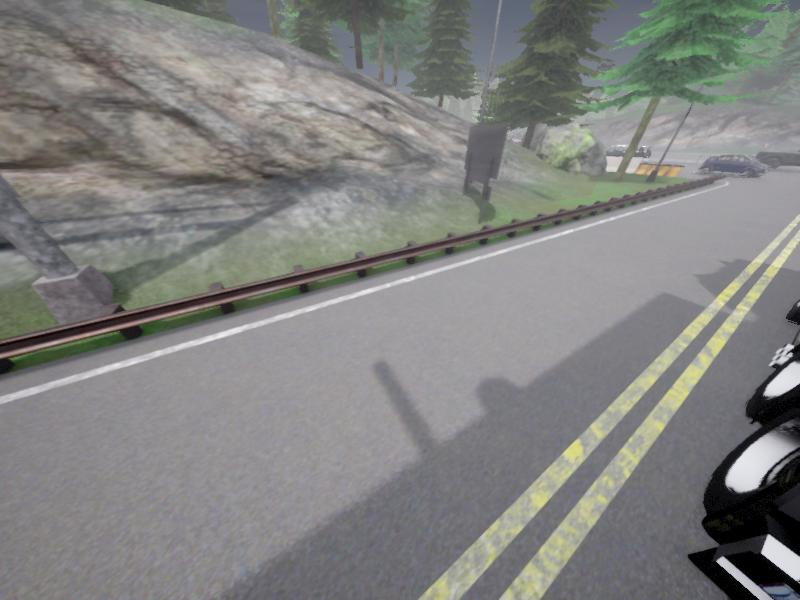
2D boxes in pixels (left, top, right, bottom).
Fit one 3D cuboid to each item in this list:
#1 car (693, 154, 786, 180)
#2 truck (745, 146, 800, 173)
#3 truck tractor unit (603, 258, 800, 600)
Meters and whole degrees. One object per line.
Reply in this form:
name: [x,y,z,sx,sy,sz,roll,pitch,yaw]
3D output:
car: [27.758,-11.076,19.113,1.789,1.549,3.705,-8,36,-13]
truck: [38.925,-13.360,22.011,2.390,2.098,6.274,-19,39,-25]
truck tractor unit: [5.099,-0.313,0.797,6.516,4.208,3.053,-19,39,-25]
